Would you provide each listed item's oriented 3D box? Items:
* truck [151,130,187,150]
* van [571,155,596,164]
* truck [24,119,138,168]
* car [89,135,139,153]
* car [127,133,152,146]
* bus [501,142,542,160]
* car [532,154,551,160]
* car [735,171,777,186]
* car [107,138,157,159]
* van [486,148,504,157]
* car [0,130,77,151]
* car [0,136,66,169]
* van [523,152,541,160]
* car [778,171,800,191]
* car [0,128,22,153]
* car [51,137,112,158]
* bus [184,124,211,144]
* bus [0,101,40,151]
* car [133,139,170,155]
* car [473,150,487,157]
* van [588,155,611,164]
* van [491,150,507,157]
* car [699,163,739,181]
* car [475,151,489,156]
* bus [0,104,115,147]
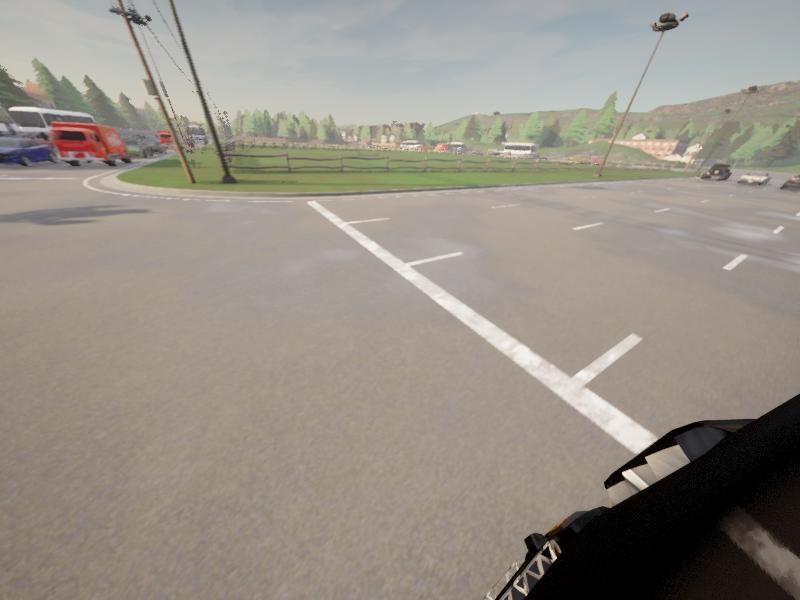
[{"bbox_3d":[-36.587,-25.497,36.872,2.627,2.467,5.204,-16,38,-26],"label":"truck"},{"bbox_3d":[50.268,-38.592,63.379,1.775,1.987,4.442,-16,38,-26],"label":"van"},{"bbox_3d":[-21.968,-11.043,16.469,2.627,2.467,5.204,-16,38,-26],"label":"truck"},{"bbox_3d":[-33.952,-18.691,27.640,2.242,1.667,4.611,-16,38,-26],"label":"car"},{"bbox_3d":[-50.293,-31.084,44.645,1.905,1.878,3.866,-16,38,-26],"label":"car"},{"bbox_3d":[38.429,-47.470,73.654,3.944,4.253,10.273,-16,38,-26],"label":"bus"},{"bbox_3d":[47.891,-48.365,78.204,2.163,1.488,4.792,-16,38,-26],"label":"car"},{"bbox_3d":[43.054,-14.716,27.915,4.718,1.301,1.895,-16,38,-26],"label":"car"},{"bbox_3d":[-26.597,-15.220,23.162,2.007,1.525,4.514,-16,38,-26],"label":"car"},{"bbox_3d":[36.321,-56.335,88.194,1.988,2.561,5.915,-16,38,-26],"label":"van"},{"bbox_3d":[-39.655,-17.352,25.220,2.242,1.667,4.611,1,34,-2],"label":"car"},{"bbox_3d":[-24.793,-9.574,14.887,1.882,1.535,5.008,-16,38,-26],"label":"car"},{"bbox_3d":[44.229,-48.360,77.417,2.069,2.038,4.480,-16,38,-26],"label":"van"},{"bbox_3d":[42.969,-12.592,24.410,4.611,1.667,2.242,-16,38,-26],"label":"car"},{"bbox_3d":[-37.996,-14.816,21.365,1.905,1.878,3.866,-25,43,-35],"label":"car"},{"bbox_3d":[-29.718,-14.418,21.776,1.970,1.475,3.806,-16,38,-26],"label":"car"},{"bbox_3d":[-58.083,-47.679,66.635,3.944,4.253,10.273,-16,38,-26],"label":"bus"},{"bbox_3d":[-43.593,-18.073,23.665,3.944,4.253,10.273,-23,42,-33],"label":"bus"},{"bbox_3d":[-30.146,-18.660,28.154,1.994,1.385,4.181,-16,38,-26],"label":"car"},{"bbox_3d":[29.757,-54.642,86.114,2.242,1.667,4.611,-16,38,-26],"label":"car"},{"bbox_3d":[58.988,-41.558,68.458,1.775,1.987,4.442,-16,38,-26],"label":"van"},{"bbox_3d":[35.676,-52.899,83.522,2.069,2.038,4.480,-16,38,-26],"label":"van"},{"bbox_3d":[42.811,-17.142,30.973,3.866,1.878,1.905,-16,38,-26],"label":"car"},{"bbox_3d":[31.576,-56.681,89.317,1.837,1.490,4.892,-16,38,-26],"label":"car"},{"bbox_3d":[-48.905,-24.970,33.552,3.944,4.253,10.273,-7,35,-15],"label":"bus"}]
